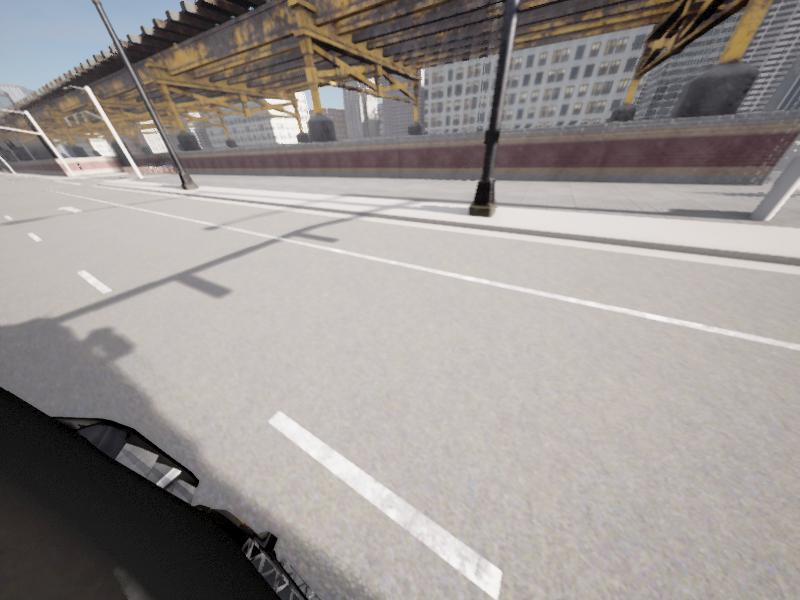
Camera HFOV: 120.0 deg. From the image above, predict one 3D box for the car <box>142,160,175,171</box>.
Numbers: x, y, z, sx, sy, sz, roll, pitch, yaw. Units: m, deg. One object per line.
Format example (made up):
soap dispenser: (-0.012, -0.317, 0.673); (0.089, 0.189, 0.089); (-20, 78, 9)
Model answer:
car: (-39.466, -22.177, 37.925); (1.853, 1.218, 4.536); (-11, 35, -12)

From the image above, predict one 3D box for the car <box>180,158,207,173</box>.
car: (-30.419, -19.937, 34.183); (2.038, 1.542, 4.974); (-21, 38, -24)

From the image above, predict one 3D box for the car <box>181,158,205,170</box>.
car: (-30.454, -20.091, 34.132); (1.853, 1.218, 4.536); (-21, 38, -24)

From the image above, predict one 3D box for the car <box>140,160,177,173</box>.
car: (-39.444, -22.020, 37.972); (2.038, 1.542, 4.974); (-11, 35, -12)

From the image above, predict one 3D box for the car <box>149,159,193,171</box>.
car: (-35.410, -21.011, 35.885); (4.536, 1.218, 1.853); (-6, 34, -4)

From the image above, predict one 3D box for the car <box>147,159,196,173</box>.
car: (-35.454, -20.876, 35.970); (4.974, 1.542, 2.038); (-6, 34, -4)
